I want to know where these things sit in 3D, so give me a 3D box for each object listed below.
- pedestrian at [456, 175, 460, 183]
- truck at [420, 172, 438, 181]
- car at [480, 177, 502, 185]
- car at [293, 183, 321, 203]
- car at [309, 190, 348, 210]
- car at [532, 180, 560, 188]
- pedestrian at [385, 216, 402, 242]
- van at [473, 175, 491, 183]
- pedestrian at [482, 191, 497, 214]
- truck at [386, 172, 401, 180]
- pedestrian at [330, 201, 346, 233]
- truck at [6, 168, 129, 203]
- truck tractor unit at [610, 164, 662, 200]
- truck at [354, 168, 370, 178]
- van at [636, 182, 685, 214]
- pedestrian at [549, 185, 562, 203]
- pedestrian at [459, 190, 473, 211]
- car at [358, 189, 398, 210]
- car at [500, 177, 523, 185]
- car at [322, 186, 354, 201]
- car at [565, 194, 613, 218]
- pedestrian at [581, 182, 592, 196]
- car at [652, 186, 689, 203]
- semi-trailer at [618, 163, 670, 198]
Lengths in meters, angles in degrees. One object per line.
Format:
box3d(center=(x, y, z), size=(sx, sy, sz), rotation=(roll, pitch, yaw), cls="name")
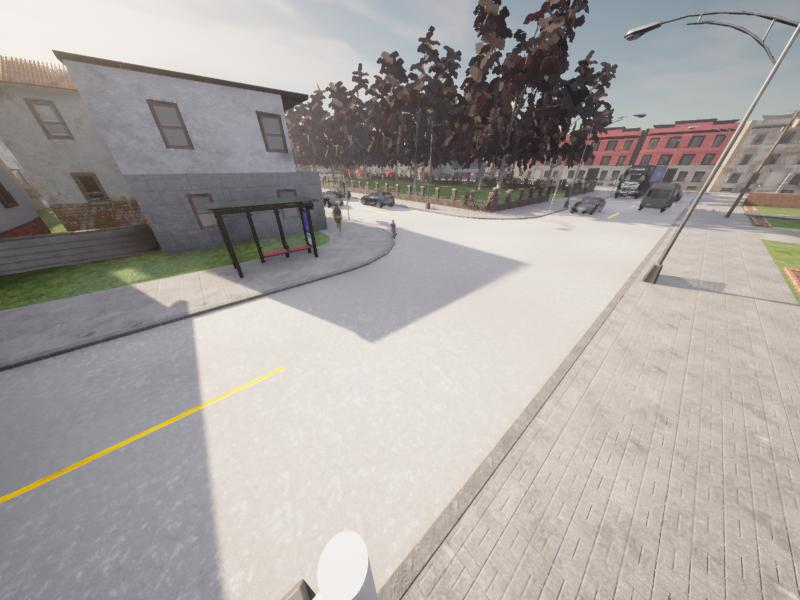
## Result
box3d(center=(15.543, -32.320, 61.868), size=(0.751, 1.860, 0.751), rotation=(-20, 36, -31), cls="pedestrian")
box3d(center=(9.325, -39.934, 74.720), size=(2.627, 2.467, 5.204), rotation=(-22, 36, -33), cls="truck")
box3d(center=(23.632, -30.982, 60.130), size=(1.882, 1.535, 5.008), rotation=(-22, 37, -34), cls="car")
box3d(center=(-12.814, -14.699, 31.572), size=(1.932, 1.855, 4.605), rotation=(-21, 37, -32), cls="car")
box3d(center=(-8.272, -11.588, 26.566), size=(2.128, 1.511, 4.902), rotation=(-23, 37, -34), cls="car")
box3d(center=(32.326, -25.775, 51.205), size=(1.812, 1.442, 4.674), rotation=(-23, 37, -34), cls="car")
box3d(center=(-0.378, -4.280, 13.845), size=(0.751, 1.300, 0.751), rotation=(-13, 32, -21), cls="pedestrian")
box3d(center=(23.265, -34.499, 65.776), size=(1.775, 1.987, 4.442), rotation=(-23, 37, -34), cls="van")
box3d(center=(8.442, -9.172, 21.777), size=(0.751, 1.860, 0.751), rotation=(-25, 38, -36), cls="pedestrian")
box3d(center=(-2.473, -46.704, 86.866), size=(2.627, 2.467, 5.204), rotation=(-23, 37, -34), cls="truck")
box3d(center=(-4.155, -5.599, 15.570), size=(0.751, 1.860, 0.751), rotation=(-7, 31, -12), cls="pedestrian")
box3d(center=(-44.687, -15.971, 31.844), size=(8.468, 3.827, 2.891), rotation=(-24, 38, -35), cls="truck")
box3d(center=(33.704, -16.901, 33.047), size=(6.516, 4.208, 3.053), rotation=(-22, 37, -34), cls="truck tractor unit")
box3d(center=(-16.640, -55.720, 101.102), size=(2.891, 3.827, 8.468), rotation=(-23, 37, -34), cls="truck")
box3d(center=(27.546, -10.923, 24.383), size=(5.915, 2.561, 1.988), rotation=(-22, 36, -33), cls="van")
box3d(center=(19.295, -13.147, 28.660), size=(0.751, 1.860, 0.751), rotation=(24, 38, 35), cls="pedestrian")
box3d(center=(6.629, -10.010, 23.228), size=(0.751, 1.860, 0.751), rotation=(-26, 39, -38), cls="pedestrian")
box3d(center=(-2.568, -11.560, 26.400), size=(2.033, 1.649, 4.856), rotation=(-24, 38, -36), cls="car")
box3d(center=(28.931, -30.963, 60.009), size=(2.033, 1.649, 4.856), rotation=(-23, 37, -34), cls="car")
box3d(center=(-8.861, -15.242, 32.895), size=(2.128, 1.511, 4.902), rotation=(-25, 38, -36), cls="car")
box3d(center=(18.346, -9.180, 22.395), size=(4.902, 1.511, 2.128), rotation=(-23, 37, -34), cls="car")
box3d(center=(28.592, -17.088, 35.488), size=(0.751, 1.860, 0.751), rotation=(19, 35, 29), cls="pedestrian")
box3d(center=(35.855, -14.031, 30.640), size=(4.611, 1.667, 2.242), rotation=(-22, 37, -33), cls="car")
box3d(center=(39.757, -19.526, 37.410), size=(14.254, 4.402, 2.717), rotation=(-23, 37, -34), cls="semi-trailer")
